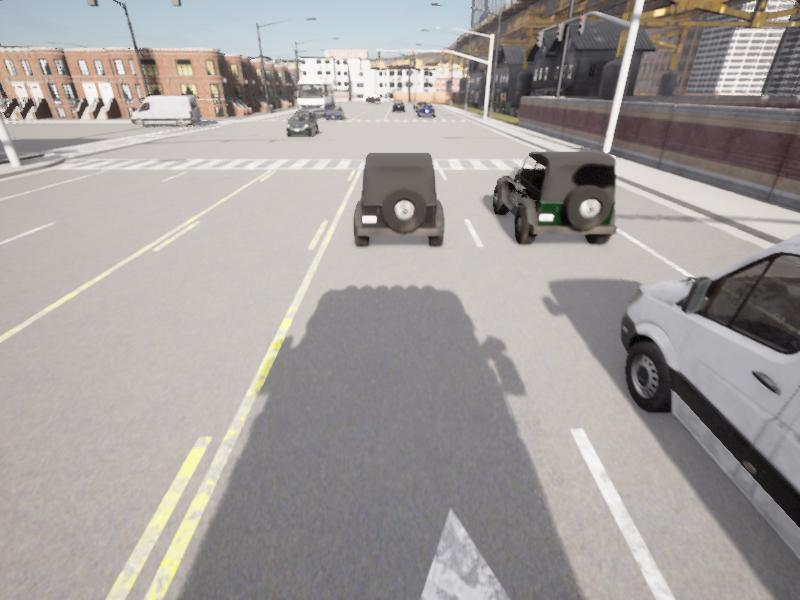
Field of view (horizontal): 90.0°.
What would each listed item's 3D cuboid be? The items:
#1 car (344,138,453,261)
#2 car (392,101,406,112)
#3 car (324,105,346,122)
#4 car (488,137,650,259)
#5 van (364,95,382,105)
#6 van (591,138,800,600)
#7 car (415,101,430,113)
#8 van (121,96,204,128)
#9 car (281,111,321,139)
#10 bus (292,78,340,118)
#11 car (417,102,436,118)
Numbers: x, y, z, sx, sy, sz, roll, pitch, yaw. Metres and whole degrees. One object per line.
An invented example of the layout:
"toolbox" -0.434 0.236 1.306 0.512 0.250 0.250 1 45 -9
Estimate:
"car" -0.022 -2.491 9.140 1.905 1.878 3.866 0 28 0
"car" -0.188 -30.685 63.381 2.163 1.488 4.792 0 28 0
"car" -7.128 -20.698 44.337 1.816 1.474 4.193 0 28 0
"car" 3.478 -2.550 9.246 1.905 1.878 3.866 0 28 0
"van" -6.541 -48.458 96.698 2.069 2.038 4.480 -20 34 -33
"van" 3.502 0.877 2.012 1.988 2.561 5.915 0 28 0
"car" 3.321 -29.159 60.401 1.882 1.535 5.008 0 27 0
"van" -21.720 -17.382 36.884 5.915 2.561 1.988 -1 28 -1
"car" -7.085 -12.806 29.136 1.851 1.617 3.988 0 28 0
"bus" -10.535 -26.171 51.794 3.944 4.253 10.273 0 28 0
"car" 3.347 -24.546 51.508 2.152 1.651 5.027 0 28 0
